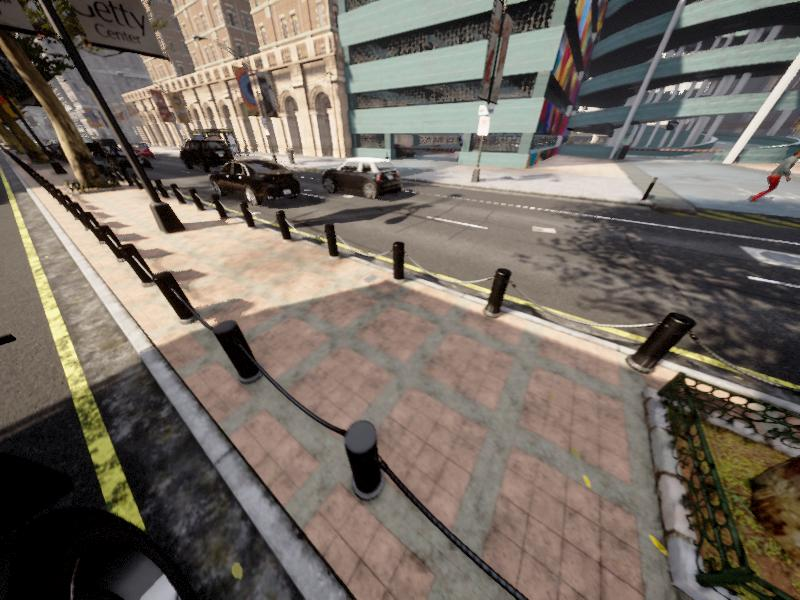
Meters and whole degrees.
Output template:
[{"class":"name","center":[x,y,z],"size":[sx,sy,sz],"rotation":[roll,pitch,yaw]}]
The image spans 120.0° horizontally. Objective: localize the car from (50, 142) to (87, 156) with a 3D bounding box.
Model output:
[{"class":"car","center":[-47.054,-21.513,32.794],"size":[4.902,1.511,2.128],"rotation":[22,41,28]}]

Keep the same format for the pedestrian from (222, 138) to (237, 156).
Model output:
[{"class":"pedestrian","center":[-21.522,-19.328,29.241],"size":[0.751,1.860,0.751],"rotation":[23,41,29]}]

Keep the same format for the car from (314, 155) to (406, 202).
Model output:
[{"class":"car","center":[-1.870,-5.820,10.870],"size":[3.806,1.475,1.970],"rotation":[22,41,28]}]

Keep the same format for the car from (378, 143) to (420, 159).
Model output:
[{"class":"car","center":[-0.144,-18.732,29.036],"size":[4.786,1.482,2.161],"rotation":[22,40,27]}]

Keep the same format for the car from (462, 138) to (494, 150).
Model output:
[{"class":"car","center":[16.593,-33.400,49.309],"size":[5.566,2.045,2.435],"rotation":[22,40,27]}]

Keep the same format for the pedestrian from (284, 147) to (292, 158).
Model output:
[{"class":"pedestrian","center":[-13.302,-17.558,27.454],"size":[0.500,1.100,0.500],"rotation":[11,37,15]}]

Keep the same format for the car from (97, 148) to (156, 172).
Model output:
[{"class":"car","center":[-22.479,-11.604,19.008],"size":[4.181,1.385,1.994],"rotation":[22,41,28]}]

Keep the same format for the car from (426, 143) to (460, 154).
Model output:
[{"class":"car","center":[6.780,-24.033,36.697],"size":[4.718,1.301,1.895],"rotation":[22,40,27]}]

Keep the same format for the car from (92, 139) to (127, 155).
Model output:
[{"class":"car","center":[-41.478,-21.901,33.014],"size":[3.866,1.878,1.905],"rotation":[22,41,28]}]

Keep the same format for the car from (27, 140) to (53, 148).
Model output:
[{"class":"car","center":[-79.520,-34.514,50.996],"size":[4.674,1.442,1.812],"rotation":[15,38,20]}]

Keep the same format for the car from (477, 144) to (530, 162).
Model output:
[{"class":"car","center":[11.737,-16.885,26.440],"size":[4.902,1.511,2.128],"rotation":[22,40,27]}]

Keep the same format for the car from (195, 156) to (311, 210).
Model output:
[{"class":"car","center":[-6.332,-5.170,9.895],"size":[4.892,1.490,1.837],"rotation":[22,40,28]}]

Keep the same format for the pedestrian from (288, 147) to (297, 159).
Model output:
[{"class":"pedestrian","center":[-12.270,-16.805,26.393],"size":[0.500,1.100,0.500],"rotation":[26,43,32]}]

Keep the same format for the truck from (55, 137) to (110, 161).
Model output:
[{"class":"truck","center":[-37.142,-17.792,27.039],"size":[6.274,2.098,2.390],"rotation":[22,41,28]}]

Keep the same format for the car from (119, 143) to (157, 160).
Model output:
[{"class":"car","center":[-30.581,-17.386,26.981],"size":[3.705,1.549,1.789],"rotation":[22,40,28]}]

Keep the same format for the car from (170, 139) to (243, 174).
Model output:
[{"class":"car","center":[-15.324,-11.462,18.271],"size":[5.566,2.045,2.150],"rotation":[22,41,28]}]

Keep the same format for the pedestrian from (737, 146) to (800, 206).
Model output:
[{"class":"pedestrian","center":[14.197,-4.655,8.704],"size":[0.751,1.860,0.751],"rotation":[24,42,30]}]

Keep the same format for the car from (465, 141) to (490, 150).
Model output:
[{"class":"car","center":[16.543,-33.099,49.562],"size":[4.514,1.523,2.007],"rotation":[22,40,27]}]
